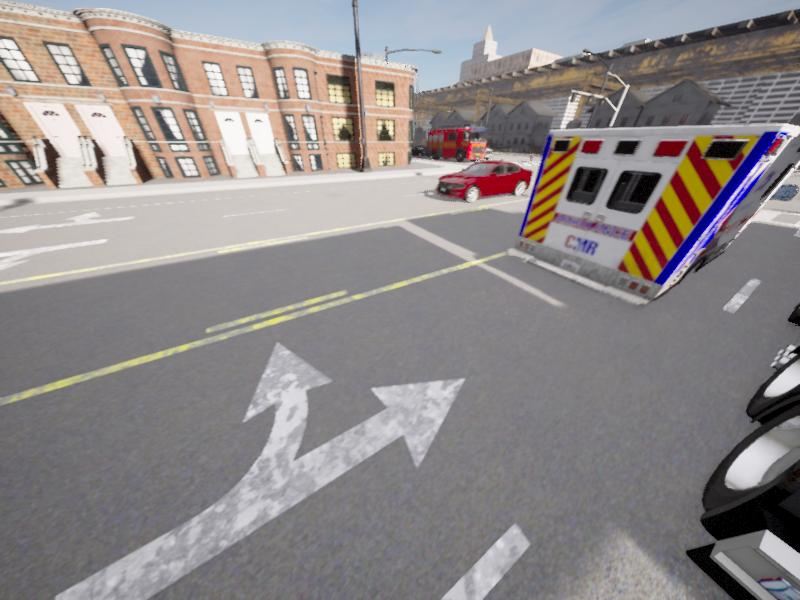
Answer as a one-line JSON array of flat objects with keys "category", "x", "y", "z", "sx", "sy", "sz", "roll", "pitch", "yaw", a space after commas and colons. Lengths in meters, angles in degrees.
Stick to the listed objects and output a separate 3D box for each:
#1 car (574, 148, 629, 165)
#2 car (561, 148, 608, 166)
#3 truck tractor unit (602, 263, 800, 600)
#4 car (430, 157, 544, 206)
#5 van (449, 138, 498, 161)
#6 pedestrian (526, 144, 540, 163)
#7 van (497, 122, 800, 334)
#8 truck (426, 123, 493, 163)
[{"category": "car", "x": 24.654, "y": -17.754, "z": 28.496, "sx": 1.812, "sy": 1.442, "sz": 4.674, "roll": -18, "pitch": 39, "yaw": -24}, {"category": "car", "x": 21.538, "y": -16.897, "z": 27.144, "sx": 1.789, "sy": 1.549, "sz": 3.705, "roll": -18, "pitch": 39, "yaw": -24}, {"category": "truck tractor unit", "x": 5.115, "y": -0.295, "z": 0.787, "sx": 6.516, "sy": 4.208, "sz": 3.053, "roll": -18, "pitch": 39, "yaw": -24}, {"category": "car", "x": 4.089, "y": -5.732, "z": 10.942, "sx": 5.008, "sy": 1.535, "sz": 1.882, "roll": -17, "pitch": 38, "yaw": -23}, {"category": "van", "x": 9.926, "y": -20.858, "z": 31.961, "sx": 2.351, "sy": 2.431, "sz": 6.366, "roll": -18, "pitch": 39, "yaw": -24}, {"category": "pedestrian", "x": 16.063, "y": -17.706, "z": 27.940, "sx": 0.751, "sy": 1.860, "sz": 0.751, "roll": -29, "pitch": 44, "yaw": -35}, {"category": "van", "x": 5.454, "y": -1.984, "z": 4.788, "sx": 6.366, "sy": 2.431, "sz": 2.351, "roll": -18, "pitch": 39, "yaw": -24}, {"category": "truck", "x": 7.124, "y": -20.157, "z": 29.703, "sx": 2.891, "sy": 3.827, "sz": 8.468, "roll": -18, "pitch": 39, "yaw": -24}]
